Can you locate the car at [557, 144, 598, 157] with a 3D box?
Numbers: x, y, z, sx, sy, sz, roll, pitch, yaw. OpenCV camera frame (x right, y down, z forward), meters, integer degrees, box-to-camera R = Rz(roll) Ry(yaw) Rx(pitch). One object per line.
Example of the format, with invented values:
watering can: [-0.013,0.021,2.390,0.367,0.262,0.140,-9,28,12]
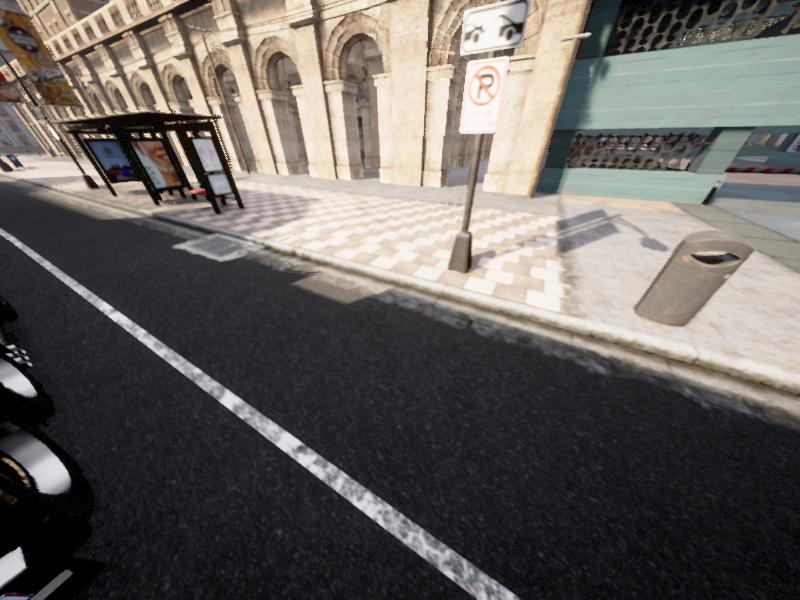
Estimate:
car: [26.004,-22.070,34.064,4.514,1.523,2.007,17,38,23]

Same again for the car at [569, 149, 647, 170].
car: [18.032,-12.458,20.387,4.718,1.301,1.895,17,38,23]

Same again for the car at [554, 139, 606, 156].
car: [26.054,-22.377,33.817,5.566,2.045,2.435,17,38,23]

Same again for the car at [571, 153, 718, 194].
car: [12.174,-6.753,12.148,4.786,1.482,2.161,17,38,23]

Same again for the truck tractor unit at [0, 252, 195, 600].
truck tractor unit: [-5.092,-0.320,0.807,6.516,4.208,3.053,19,39,25]
